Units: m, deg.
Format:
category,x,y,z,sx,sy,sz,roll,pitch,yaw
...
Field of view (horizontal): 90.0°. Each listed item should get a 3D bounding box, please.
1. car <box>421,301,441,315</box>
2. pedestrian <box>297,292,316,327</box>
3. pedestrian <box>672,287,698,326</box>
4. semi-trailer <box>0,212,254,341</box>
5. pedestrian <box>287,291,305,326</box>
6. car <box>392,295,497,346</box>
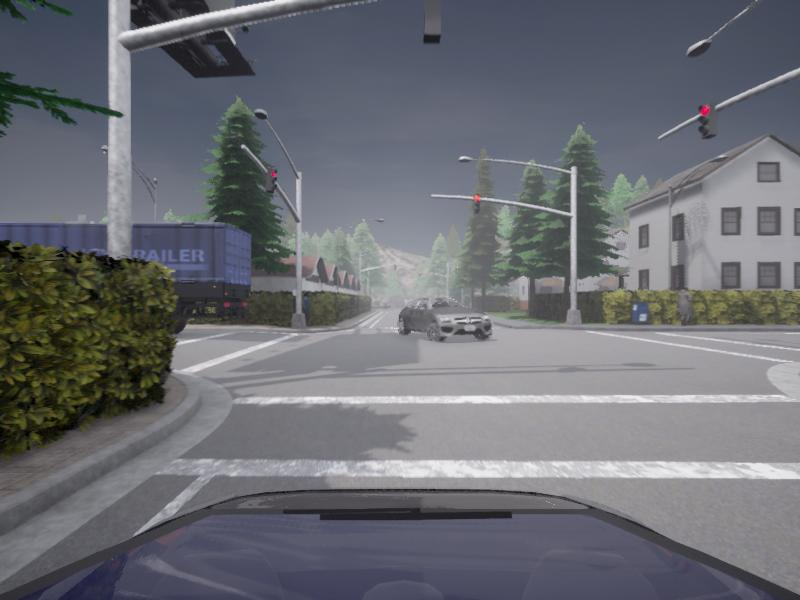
category,x,y,z,sx,sy,sz,roll,pitch,yaw
car,3.546,0.859,46.300,1.882,1.535,5.008,0,0,0
pedestrian,-5.073,0.502,21.707,0.751,1.860,0.751,0,0,11
pedestrian,13.723,0.308,19.248,0.751,1.860,0.751,0,0,-24
semi-trailer,-13.149,-0.796,15.114,14.254,4.402,2.717,0,0,0
pedestrian,-5.695,0.457,21.897,0.751,1.860,0.751,0,0,-36
car,1.544,0.700,16.118,2.152,1.651,5.027,-1,0,-20
